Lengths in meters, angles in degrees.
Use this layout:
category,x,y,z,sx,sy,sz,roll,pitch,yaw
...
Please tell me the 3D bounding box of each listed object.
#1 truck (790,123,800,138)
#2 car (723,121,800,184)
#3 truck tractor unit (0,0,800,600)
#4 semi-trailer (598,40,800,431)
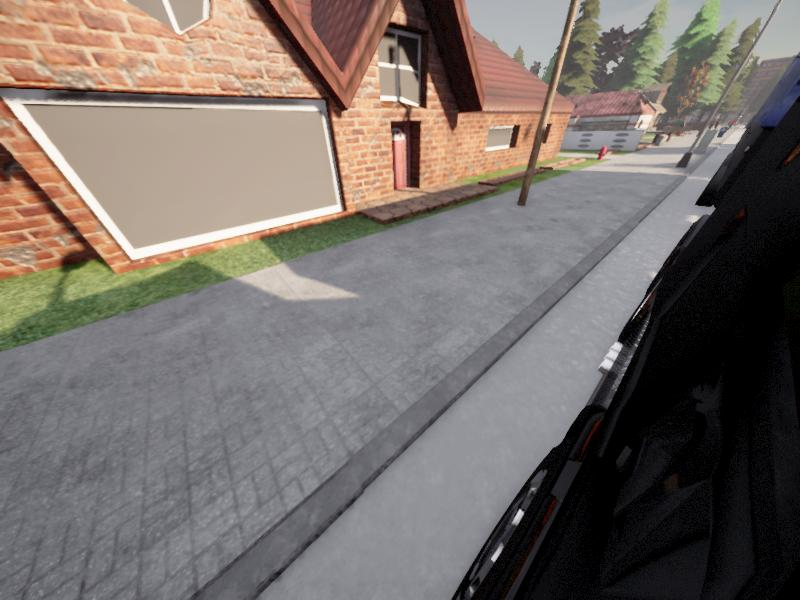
category,x,y,z,sx,sy,sz,roll,pitch,yaw
truck,45.739,-19.130,24.921,5.204,2.467,2.627,-27,43,-31
car,16.299,-6.522,9.968,4.605,1.855,1.932,-28,44,-30
truck tractor unit,2.645,-0.295,0.351,6.516,4.208,3.053,-28,44,-30
semi-trailer,8.700,-3.579,4.261,14.254,4.402,2.717,-28,44,-30
